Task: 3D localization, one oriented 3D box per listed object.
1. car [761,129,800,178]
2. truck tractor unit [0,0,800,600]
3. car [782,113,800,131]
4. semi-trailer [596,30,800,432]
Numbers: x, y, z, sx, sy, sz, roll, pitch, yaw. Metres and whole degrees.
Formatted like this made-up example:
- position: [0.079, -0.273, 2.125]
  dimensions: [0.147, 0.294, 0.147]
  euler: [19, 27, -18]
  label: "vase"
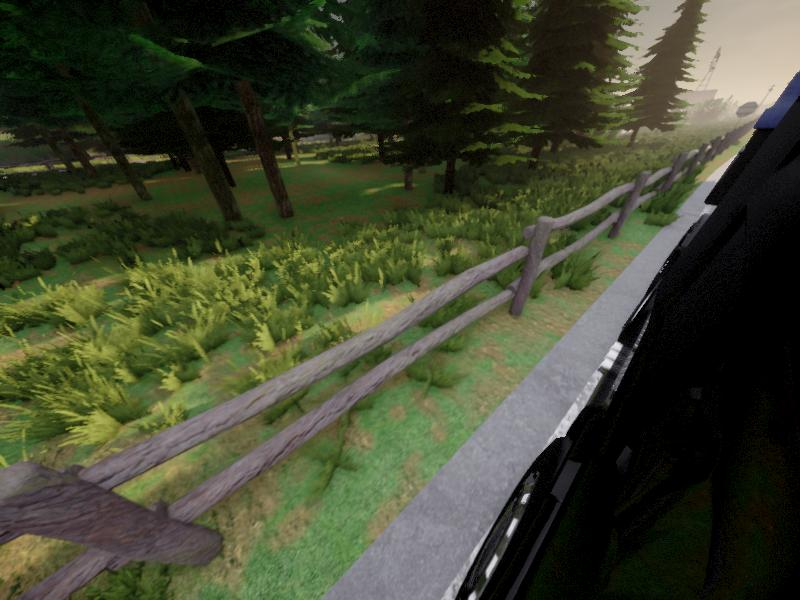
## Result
- position: [17.127, -6.067, 9.438]
  dimensions: [4.181, 1.385, 1.994]
  euler: [-27, 43, -28]
  label: "car"
- position: [2.645, -0.295, 0.351]
  dimensions: [6.516, 4.208, 3.053]
  euler: [-28, 44, -30]
  label: "truck tractor unit"
- position: [47.157, -20.799, 26.925]
  dimensions: [4.902, 1.511, 2.128]
  euler: [-26, 43, -28]
  label: "car"
- position: [8.775, -3.563, 4.134]
  dimensions: [14.254, 4.402, 2.717]
  euler: [-27, 43, -29]
  label: "semi-trailer"
